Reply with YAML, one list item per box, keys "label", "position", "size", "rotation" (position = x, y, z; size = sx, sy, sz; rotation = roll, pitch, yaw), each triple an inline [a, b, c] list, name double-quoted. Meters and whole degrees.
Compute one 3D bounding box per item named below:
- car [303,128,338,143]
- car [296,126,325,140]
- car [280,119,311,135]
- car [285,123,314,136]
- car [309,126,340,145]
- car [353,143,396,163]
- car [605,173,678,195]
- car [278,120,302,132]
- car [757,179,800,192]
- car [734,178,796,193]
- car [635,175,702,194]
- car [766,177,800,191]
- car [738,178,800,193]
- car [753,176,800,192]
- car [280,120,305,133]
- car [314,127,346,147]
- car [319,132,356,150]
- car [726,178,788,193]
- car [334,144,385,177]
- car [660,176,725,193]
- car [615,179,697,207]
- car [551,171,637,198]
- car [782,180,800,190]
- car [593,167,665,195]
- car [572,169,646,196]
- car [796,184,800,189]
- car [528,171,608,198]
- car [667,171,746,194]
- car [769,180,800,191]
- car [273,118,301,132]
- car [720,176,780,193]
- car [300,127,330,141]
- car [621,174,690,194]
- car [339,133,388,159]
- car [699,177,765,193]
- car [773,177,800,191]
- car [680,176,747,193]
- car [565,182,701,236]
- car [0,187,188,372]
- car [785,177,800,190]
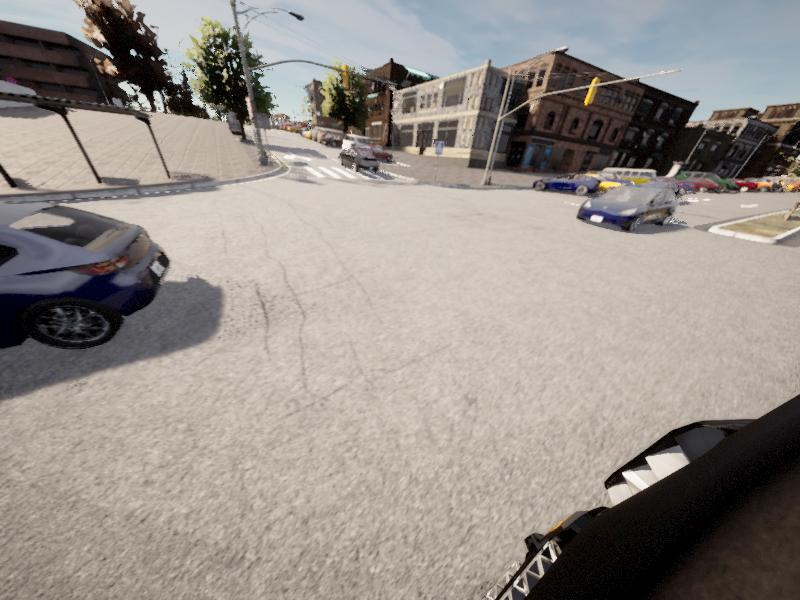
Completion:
- label: "car"
  position: [-13.577, -28.299, 39.814]
  size: [1.946, 1.575, 5.366]
  rotation: [30, 40, 27]
- label: "car"
  position: [-16.831, -31.548, 43.656]
  size: [2.002, 1.452, 4.674]
  rotation: [30, 40, 27]
- label: "car"
  position: [-23.117, -38.452, 51.308]
  size: [2.435, 2.045, 5.566]
  rotation: [30, 40, 26]
- label: "car"
  position: [-21.432, -36.666, 49.642]
  size: [1.946, 1.575, 5.366]
  rotation: [29, 40, 26]
- label: "car"
  position: [-12.171, -26.682, 37.502]
  size: [1.878, 1.987, 4.442]
  rotation: [31, 40, 26]
- label: "car"
  position: [-2.779, -16.453, 25.901]
  size: [2.002, 1.452, 4.674]
  rotation: [30, 40, 27]
- label: "car"
  position: [24.635, -12.030, 23.791]
  size: [4.892, 1.521, 2.231]
  rotation: [29, 40, 35]
- label: "car"
  position: [-26.319, -41.679, 55.342]
  size: [2.185, 1.767, 4.553]
  rotation: [27, 38, 27]
- label: "car"
  position: [66.247, -19.732, 39.862]
  size: [2.163, 1.488, 4.792]
  rotation: [-23, 40, -35]
- label: "car"
  position: [57.853, -18.347, 36.845]
  size: [2.097, 1.535, 5.008]
  rotation: [-23, 40, -36]
- label: "car"
  position: [30.100, -13.137, 26.120]
  size: [4.674, 1.452, 2.002]
  rotation: [29, 40, 36]
- label: "car"
  position: [69.167, -20.352, 40.629]
  size: [1.878, 1.987, 4.442]
  rotation: [-22, 40, -35]
- label: "car"
  position: [60.531, -18.892, 37.953]
  size: [1.946, 1.575, 5.366]
  rotation: [-23, 40, -35]
- label: "car"
  position: [63.553, -19.426, 38.650]
  size: [1.878, 1.987, 4.442]
  rotation: [-23, 40, -36]
- label: "car"
  position: [-24.752, -40.032, 53.346]
  size: [2.185, 1.767, 4.553]
  rotation: [29, 39, 26]
- label: "car"
  position: [-10.608, -25.002, 35.526]
  size: [1.878, 1.987, 4.442]
  rotation: [31, 40, 26]
- label: "car"
  position: [-9.019, -23.188, 33.762]
  size: [2.231, 1.521, 4.892]
  rotation: [30, 40, 27]
- label: "car"
  position: [55.058, -17.856, 35.813]
  size: [2.231, 1.521, 4.892]
  rotation: [-24, 40, -36]
- label: "car"
  position: [-3.385, -11.325, 18.665]
  size: [2.128, 1.511, 4.902]
  rotation: [-15, 42, -30]
- label: "car"
  position: [35.593, -14.241, 28.371]
  size: [2.002, 1.452, 4.674]
  rotation: [-26, 42, -38]
- label: "car"
  position: [18.345, -7.735, 16.555]
  size: [5.357, 1.411, 2.033]
  rotation: [-13, 36, -24]
- label: "car"
  position: [16.637, -10.177, 20.110]
  size: [5.366, 1.575, 1.946]
  rotation: [28, 39, 34]
- label: "car"
  position: [77.487, -21.587, 43.771]
  size: [2.097, 1.535, 5.008]
  rotation: [-22, 40, -35]
- label: "car"
  position: [22.013, -11.590, 22.426]
  size: [4.442, 1.987, 1.878]
  rotation: [28, 40, 35]
- label: "car"
  position: [19.189, -10.968, 21.373]
  size: [4.553, 1.767, 2.185]
  rotation: [28, 39, 35]
- label: "car"
  position: [85.929, -23.167, 46.571]
  size: [2.435, 2.045, 5.566]
  rotation: [-22, 40, -35]
- label: "car"
  position: [13.762, -9.703, 19.172]
  size: [4.792, 1.488, 2.163]
  rotation: [28, 40, 34]
- label: "car"
  position: [38.389, -15.021, 29.317]
  size: [2.435, 2.045, 5.566]
  rotation: [-25, 41, -38]
- label: "car"
  position: [71.882, -20.669, 41.804]
  size: [2.097, 1.535, 5.008]
  rotation: [-22, 40, -35]
- label: "car"
  position: [-27.932, -43.299, 57.212]
  size: [2.435, 2.045, 5.566]
  rotation: [26, 37, 29]
- label: "car"
  position: [52.271, -17.472, 34.711]
  size: [2.185, 1.767, 4.553]
  rotation: [-24, 41, -36]
- label: "car"
  position: [-15.253, -29.871, 41.688]
  size: [2.002, 1.452, 4.674]
  rotation: [30, 40, 26]
- label: "car"
  position: [27.364, -12.566, 24.964]
  size: [4.674, 1.452, 2.002]
  rotation: [29, 40, 36]
- label: "car"
  position: [-4.290, -18.374, 27.722]
  size: [2.435, 2.045, 5.566]
  rotation: [30, 40, 27]
- label: "car"
  position: [46.673, -16.377, 32.698]
  size: [2.097, 1.535, 5.008]
  rotation: [-25, 41, -37]
- label: "car"
  position: [74.675, -21.350, 42.668]
  size: [2.435, 2.045, 5.566]
  rotation: [-23, 40, -35]
- label: "car"
  position: [41.120, -15.350, 30.562]
  size: [2.097, 1.535, 5.008]
  rotation: [-25, 41, -37]
- label: "car"
  position: [9.748, -3.968, 9.721]
  size: [4.792, 1.488, 2.163]
  rotation: [-13, 36, -25]
- label: "car"
  position: [-5.299, -0.114, 2.350]
  size: [4.193, 1.474, 1.816]
  rotation: [-16, 38, -25]
- label: "car"
  position: [80.278, -22.269, 44.633]
  size: [2.435, 2.045, 5.566]
  rotation: [-23, 40, -35]
